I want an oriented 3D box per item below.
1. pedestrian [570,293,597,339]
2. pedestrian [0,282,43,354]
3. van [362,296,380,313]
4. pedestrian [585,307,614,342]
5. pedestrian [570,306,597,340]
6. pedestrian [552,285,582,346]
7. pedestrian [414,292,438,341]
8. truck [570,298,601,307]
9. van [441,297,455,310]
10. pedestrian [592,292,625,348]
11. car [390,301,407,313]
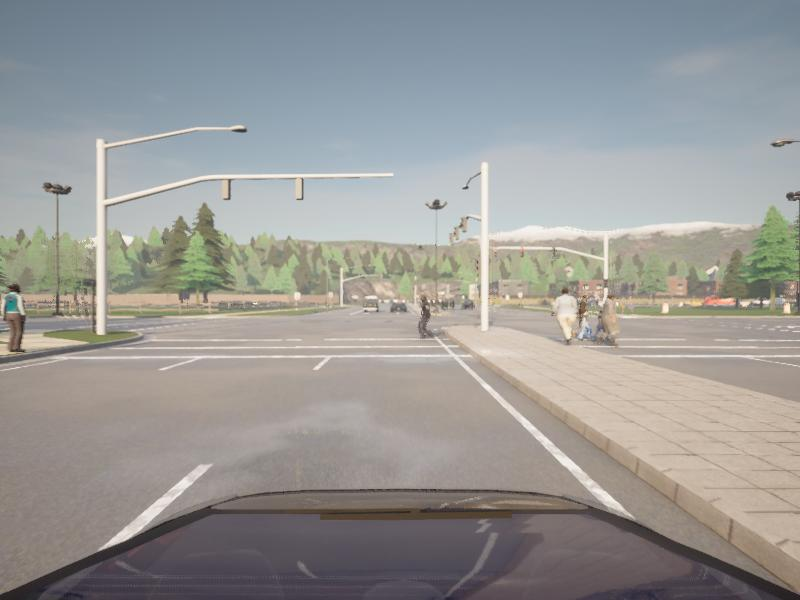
[{"bbox_3d":[7.528,0.631,16.462,0.751,1.860,0.751,0,0,-1],"label":"pedestrian"},{"bbox_3d":[-10.310,0.469,10.752,0.751,1.860,0.751,0,0,4],"label":"pedestrian"},{"bbox_3d":[-3.661,0.551,51.151,2.069,2.038,4.480,0,0,0],"label":"van"},{"bbox_3d":[7.538,0.911,15.149,0.751,1.300,0.751,0,0,4],"label":"pedestrian"},{"bbox_3d":[7.246,0.911,15.835,0.751,1.300,0.751,0,0,1],"label":"pedestrian"},{"bbox_3d":[5.330,0.480,12.800,0.751,1.860,0.751,0,0,13],"label":"pedestrian"},{"bbox_3d":[1.027,0.631,15.763,0.751,1.860,0.751,0,0,-16],"label":"pedestrian"},{"bbox_3d":[43.555,0.503,94.151,6.274,2.098,2.390,0,0,0],"label":"truck"},{"bbox_3d":[7.870,0.569,66.402,1.775,1.987,4.442,0,0,0],"label":"van"},{"bbox_3d":[7.102,0.649,13.631,0.751,1.860,0.751,0,0,1],"label":"pedestrian"},{"bbox_3d":[-0.162,0.887,50.585,1.994,1.385,4.181,0,0,0],"label":"car"}]
